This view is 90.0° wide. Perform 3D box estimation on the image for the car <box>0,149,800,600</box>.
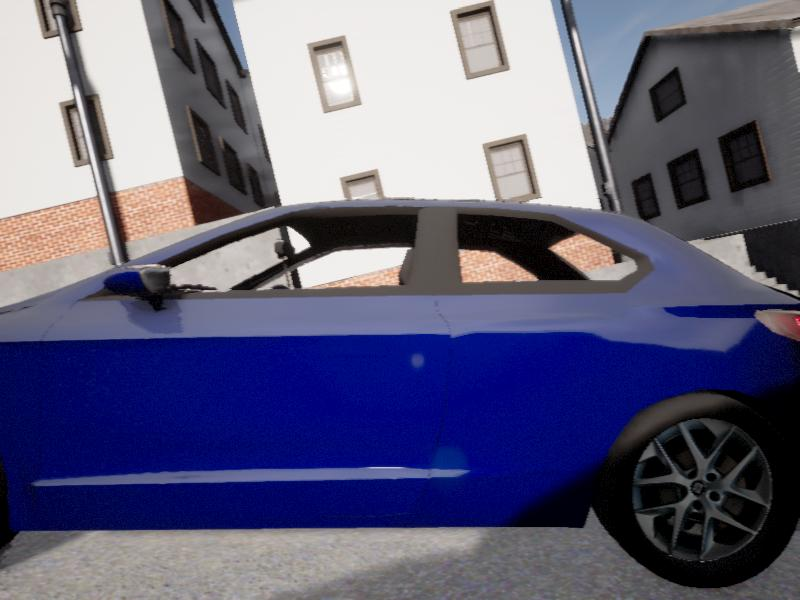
[{"bbox_3d":[-0.386,0.270,2.196,4.193,1.474,1.816,0,-1,0],"label":"car"}]
